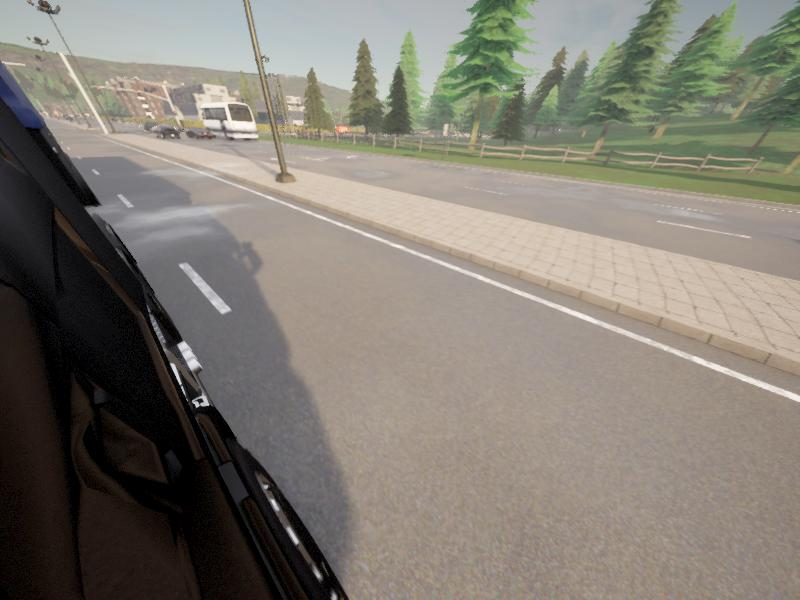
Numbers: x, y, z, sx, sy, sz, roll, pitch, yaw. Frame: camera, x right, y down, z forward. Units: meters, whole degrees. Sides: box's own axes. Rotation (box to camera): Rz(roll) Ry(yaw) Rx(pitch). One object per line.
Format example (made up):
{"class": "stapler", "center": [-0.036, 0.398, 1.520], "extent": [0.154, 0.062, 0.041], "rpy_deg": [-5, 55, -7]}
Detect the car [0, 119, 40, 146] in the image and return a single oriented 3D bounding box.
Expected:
{"class": "car", "center": [-32.422, -13.727, 18.844], "extent": [2.152, 1.651, 5.027], "rpy_deg": [-27, 46, -34]}

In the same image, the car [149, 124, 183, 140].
{"class": "car", "center": [-31.577, -22.687, 31.177], "extent": [4.892, 1.490, 1.837], "rpy_deg": [27, 43, 29]}

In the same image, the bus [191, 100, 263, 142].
{"class": "bus", "center": [-25.088, -25.769, 33.462], "extent": [10.273, 4.253, 3.944], "rpy_deg": [27, 43, 29]}

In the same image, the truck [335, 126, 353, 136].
{"class": "truck", "center": [-18.119, -54.941, 75.053], "extent": [2.627, 2.467, 5.204], "rpy_deg": [27, 43, 30]}

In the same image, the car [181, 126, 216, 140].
{"class": "car", "center": [-28.867, -23.935, 33.134], "extent": [5.357, 1.411, 2.033], "rpy_deg": [27, 43, 29]}

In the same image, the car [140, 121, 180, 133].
{"class": "car", "center": [-45.729, -32.948, 44.073], "extent": [4.856, 1.649, 2.033], "rpy_deg": [-28, 47, -35]}

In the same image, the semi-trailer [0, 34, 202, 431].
{"class": "semi-trailer", "center": [-8.734, -3.559, 4.223], "extent": [14.254, 4.402, 2.717], "rpy_deg": [27, 43, 30]}

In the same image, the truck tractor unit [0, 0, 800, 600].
{"class": "truck tractor unit", "center": [-2.645, -0.295, 0.351], "extent": [6.516, 4.208, 3.053], "rpy_deg": [28, 44, 30]}
